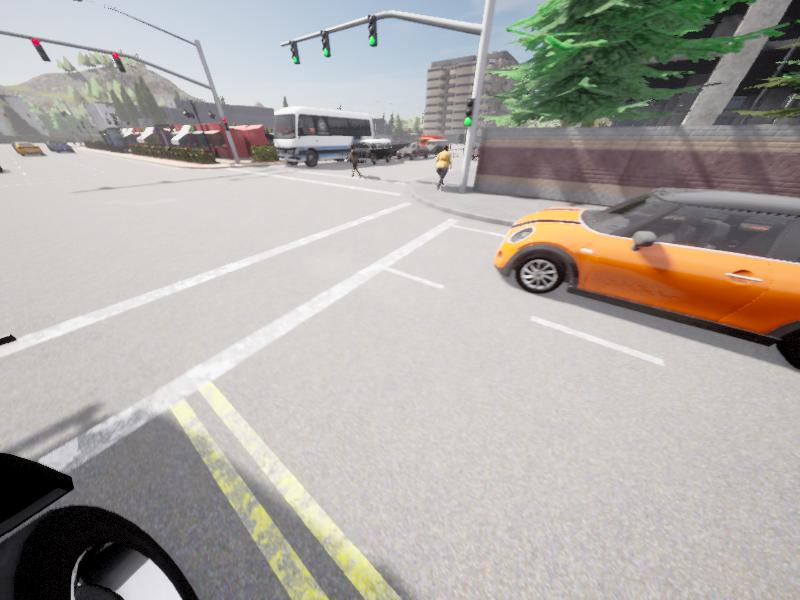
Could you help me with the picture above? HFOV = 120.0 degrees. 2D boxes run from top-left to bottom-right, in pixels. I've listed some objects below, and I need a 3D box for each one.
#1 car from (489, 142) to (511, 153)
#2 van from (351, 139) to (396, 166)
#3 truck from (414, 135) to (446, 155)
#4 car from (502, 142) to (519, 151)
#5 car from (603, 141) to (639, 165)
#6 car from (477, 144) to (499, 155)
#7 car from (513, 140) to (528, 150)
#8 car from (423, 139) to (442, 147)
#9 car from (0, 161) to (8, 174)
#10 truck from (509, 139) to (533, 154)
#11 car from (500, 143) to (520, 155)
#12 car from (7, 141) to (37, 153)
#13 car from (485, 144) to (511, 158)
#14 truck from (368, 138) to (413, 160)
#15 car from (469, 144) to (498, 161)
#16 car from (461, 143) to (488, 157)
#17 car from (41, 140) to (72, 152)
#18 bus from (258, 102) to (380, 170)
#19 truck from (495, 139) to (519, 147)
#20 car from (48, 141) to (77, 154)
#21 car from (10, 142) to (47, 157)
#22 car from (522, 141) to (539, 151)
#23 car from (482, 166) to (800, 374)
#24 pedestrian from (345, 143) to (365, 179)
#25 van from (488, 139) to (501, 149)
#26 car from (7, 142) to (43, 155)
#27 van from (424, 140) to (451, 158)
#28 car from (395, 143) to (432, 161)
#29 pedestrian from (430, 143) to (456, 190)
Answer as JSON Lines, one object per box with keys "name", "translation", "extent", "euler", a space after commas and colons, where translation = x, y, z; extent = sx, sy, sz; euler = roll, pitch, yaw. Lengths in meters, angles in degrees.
{"name": "car", "translation": [18.792, -28.720, 43.376], "extent": [2.152, 1.651, 5.027], "euler": [22, 40, 27]}
{"name": "van", "translation": [-2.489, -14.811, 23.077], "extent": [2.069, 2.038, 4.480], "euler": [19, 39, 24]}
{"name": "truck", "translation": [4.829, -24.553, 36.625], "extent": [2.627, 2.467, 5.204], "euler": [22, 40, 28]}
{"name": "car", "translation": [23.629, -32.696, 49.150], "extent": [2.007, 1.525, 4.514], "euler": [22, 41, 28]}
{"name": "car", "translation": [22.267, -15.017, 23.467], "extent": [1.905, 1.878, 3.866], "euler": [22, 41, 28]}
{"name": "car", "translation": [14.695, -25.213, 38.581], "extent": [1.994, 1.385, 4.181], "euler": [22, 40, 28]}
{"name": "car", "translation": [29.060, -37.358, 55.494], "extent": [1.932, 1.855, 4.605], "euler": [22, 40, 28]}
{"name": "car", "translation": [8.949, -43.315, 63.640], "extent": [4.605, 1.855, 1.932], "euler": [22, 41, 28]}
{"name": "car", "translation": [-31.049, -10.102, 16.738], "extent": [4.792, 1.488, 2.163], "euler": [22, 41, 28]}
{"name": "truck", "translation": [22.127, -28.135, 42.158], "extent": [2.390, 2.098, 6.274], "euler": [22, 40, 28]}
{"name": "car", "translation": [17.727, -24.257, 37.086], "extent": [1.789, 1.549, 3.705], "euler": [22, 40, 27]}
{"name": "car", "translation": [-61.150, -24.840, 37.388], "extent": [5.008, 1.535, 1.882], "euler": [22, 41, 28]}
{"name": "car", "translation": [13.885, -21.066, 32.534], "extent": [1.882, 1.535, 5.008], "euler": [22, 40, 28]}
{"name": "truck", "translation": [-1.106, -19.482, 29.675], "extent": [2.390, 2.098, 6.274], "euler": [22, 40, 28]}
{"name": "car", "translation": [10.147, -17.984, 28.064], "extent": [1.851, 1.617, 3.988], "euler": [22, 40, 28]}
{"name": "car", "translation": [11.039, -22.237, 34.198], "extent": [2.128, 1.511, 4.902], "euler": [22, 40, 27]}
{"name": "car", "translation": [-58.491, -26.254, 39.341], "extent": [4.856, 1.649, 2.033], "euler": [22, 41, 28]}
{"name": "bus", "translation": [-6.772, -15.533, 22.148], "extent": [3.944, 4.253, 10.273], "euler": [22, 40, 28]}
{"name": "truck", "translation": [33.070, -48.837, 71.755], "extent": [6.274, 2.098, 2.390], "euler": [6, 36, 8]}
{"name": "car", "translation": [-53.141, -24.014, 36.333], "extent": [4.193, 1.474, 1.816], "euler": [22, 41, 28]}
{"name": "car", "translation": [-50.025, -20.340, 31.083], "extent": [5.008, 1.535, 1.882], "euler": [22, 40, 27]}
{"name": "car", "translation": [27.640, -32.527, 48.841], "extent": [1.930, 1.638, 5.238], "euler": [22, 41, 28]}
{"name": "car", "translation": [4.067, -0.854, 3.608], "extent": [4.553, 1.767, 2.097], "euler": [22, 41, 28]}
{"name": "pedestrian", "translation": [-2.852, -8.787, 14.639], "extent": [0.751, 1.860, 0.751], "euler": [23, 41, 28]}
{"name": "van", "translation": [24.781, -40.939, 60.471], "extent": [1.775, 1.987, 4.442], "euler": [22, 40, 28]}
{"name": "car", "translation": [-55.545, -22.543, 34.218], "extent": [4.792, 1.488, 2.163], "euler": [22, 41, 28]}
{"name": "van", "translation": [5.246, -21.164, 32.214], "extent": [1.775, 1.987, 4.442], "euler": [22, 40, 28]}
{"name": "car", "translation": [1.696, -18.067, 28.101], "extent": [2.152, 1.651, 5.027], "euler": [22, 40, 28]}
{"name": "pedestrian", "translation": [2.020, -6.300, 10.918], "extent": [0.751, 1.860, 0.751], "euler": [21, 40, 26]}
